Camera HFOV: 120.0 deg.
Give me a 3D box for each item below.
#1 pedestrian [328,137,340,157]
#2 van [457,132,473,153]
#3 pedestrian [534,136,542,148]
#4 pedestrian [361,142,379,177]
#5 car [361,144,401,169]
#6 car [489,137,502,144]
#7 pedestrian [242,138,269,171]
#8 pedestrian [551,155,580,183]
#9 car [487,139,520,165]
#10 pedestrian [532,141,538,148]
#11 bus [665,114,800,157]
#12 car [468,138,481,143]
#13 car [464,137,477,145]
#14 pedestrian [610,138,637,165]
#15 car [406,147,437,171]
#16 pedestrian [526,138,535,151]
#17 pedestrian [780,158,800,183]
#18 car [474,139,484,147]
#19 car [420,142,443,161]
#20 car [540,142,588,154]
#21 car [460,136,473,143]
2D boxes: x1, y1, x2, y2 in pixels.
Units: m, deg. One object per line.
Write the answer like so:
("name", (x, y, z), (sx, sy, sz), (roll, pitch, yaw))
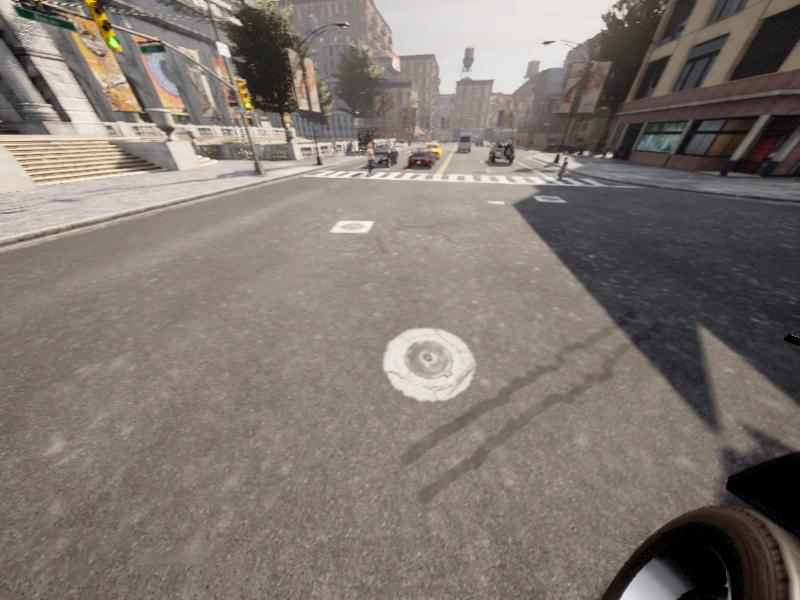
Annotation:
("pedestrian", (-7.356, -16.994, 25.708), (0.751, 1.860, 0.751), (10, 37, 14))
("van", (10.541, -25.724, 37.645), (1.988, 2.561, 5.915), (7, 36, 10))
("pedestrian", (27.057, -31.048, 45.382), (0.751, 1.860, 0.751), (8, 36, 10))
("pedestrian", (-1.905, -9.107, 14.947), (0.751, 1.860, 0.751), (20, 40, 26))
("car", (-1.454, -12.648, 20.240), (2.128, 1.511, 4.902), (7, 36, 10))
("car", (30.708, -51.181, 74.114), (3.988, 1.617, 1.851), (-30, 45, -35))
("pedestrian", (-10.009, -10.111, 16.083), (0.751, 1.860, 0.751), (5, 36, 6))
("pedestrian", (9.398, -7.487, 13.172), (0.751, 1.300, 0.751), (3, 36, 4))
("car", (9.978, -14.587, 22.644), (1.932, 1.855, 4.605), (7, 36, 10))
("pedestrian", (25.143, -28.923, 43.063), (0.500, 1.100, 0.500), (-8, 36, -11))
("bus", (43.977, -21.757, 30.654), (10.273, 4.253, 3.944), (7, 36, 10))
("car", (25.211, -53.717, 77.724), (2.007, 1.525, 4.514), (28, 44, 34))
("car", (20.632, -46.501, 67.486), (2.152, 1.651, 5.027), (17, 39, 22))
("pedestrian", (18.900, -12.589, 19.570), (0.751, 1.860, 0.751), (8, 36, 10))
("car", (1.873, -11.916, 19.341), (1.994, 1.385, 4.181), (7, 36, 10))
("pedestrian", (21.828, -26.003, 38.587), (0.751, 1.860, 0.751), (19, 40, 25))
("pedestrian", (21.286, -7.070, 11.856), (0.751, 1.860, 0.751), (10, 37, 14))
("car", (18.621, -37.087, 54.452), (1.816, 1.474, 4.193), (8, 36, 11))
("car", (3.580, -16.587, 25.727), (1.882, 1.535, 5.008), (7, 36, 10))
("car", (24.609, -23.027, 34.871), (5.357, 1.411, 2.033), (6, 36, 9))
("car", (22.862, -55.404, 79.719), (1.932, 1.855, 4.605), (28, 44, 34))
